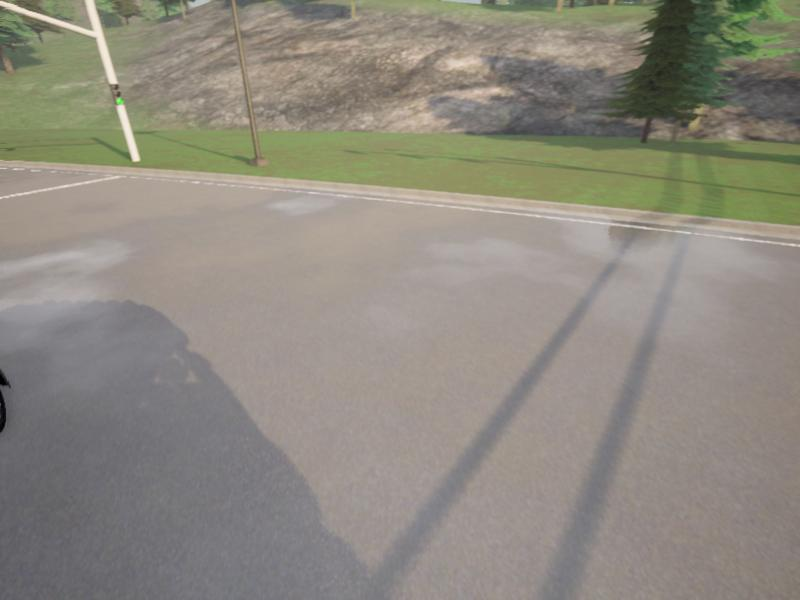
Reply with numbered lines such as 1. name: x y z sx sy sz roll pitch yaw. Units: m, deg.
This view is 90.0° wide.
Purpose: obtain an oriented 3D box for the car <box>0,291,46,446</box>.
1. car: -4.576 1.402 2.145 2.242 1.667 4.611 -9 29 -16
